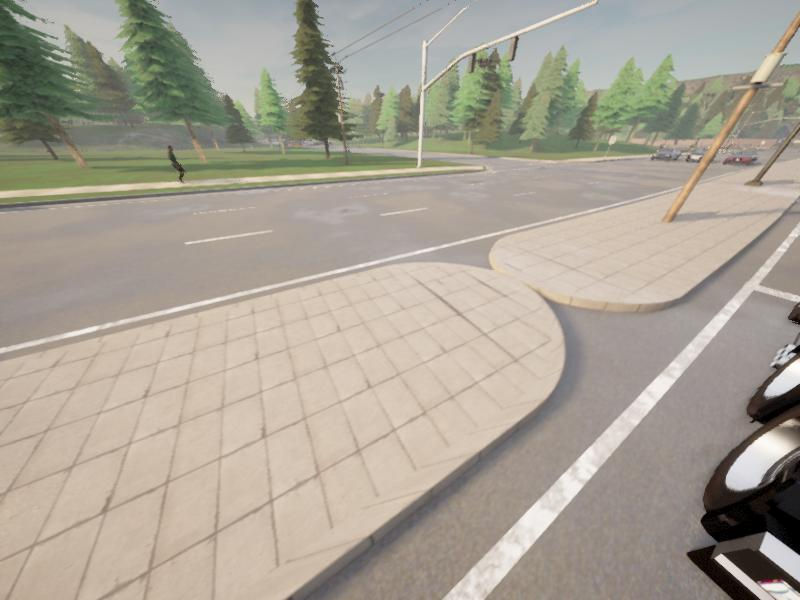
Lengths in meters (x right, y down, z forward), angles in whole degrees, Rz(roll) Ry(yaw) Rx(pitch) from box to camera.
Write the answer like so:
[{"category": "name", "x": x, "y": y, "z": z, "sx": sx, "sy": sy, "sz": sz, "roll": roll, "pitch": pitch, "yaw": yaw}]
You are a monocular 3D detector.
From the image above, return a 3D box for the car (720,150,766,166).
[{"category": "car", "x": 40.215, "y": -16.664, "z": 27.083, "sx": 4.181, "sy": 1.385, "sz": 1.994, "roll": -18, "pitch": 39, "yaw": -25}]

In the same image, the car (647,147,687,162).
[{"category": "car", "x": 37.301, "y": -20.407, "z": 32.293, "sx": 4.974, "sy": 1.542, "sz": 2.038, "roll": -19, "pitch": 39, "yaw": -24}]

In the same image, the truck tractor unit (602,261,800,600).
[{"category": "truck tractor unit", "x": 5.105, "y": -0.306, "z": 0.790, "sx": 6.516, "sy": 4.208, "sz": 3.053, "roll": -18, "pitch": 39, "yaw": -24}]

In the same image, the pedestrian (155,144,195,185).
[{"category": "pedestrian", "x": -12.181, "y": -7.387, "z": 12.584, "sx": 0.751, "sy": 1.860, "sz": 0.751, "roll": -17, "pitch": 38, "yaw": -23}]

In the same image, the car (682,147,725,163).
[{"category": "car", "x": 39.305, "y": -18.806, "z": 29.929, "sx": 4.856, "sy": 1.649, "sz": 2.033, "roll": -18, "pitch": 39, "yaw": -25}]
